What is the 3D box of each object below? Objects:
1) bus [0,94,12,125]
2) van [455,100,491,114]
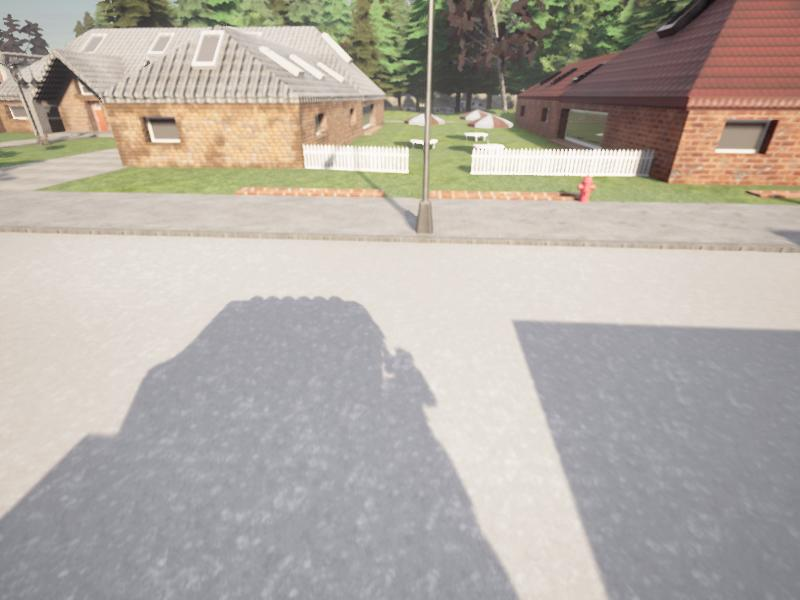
[{"bbox_3d":[-49.265,-20.839,42.988,3.944,4.253,10.273,2,27,4],"label":"bus"},{"bbox_3d":[13.721,-36.622,75.896,6.366,2.431,2.351,2,27,4],"label":"van"}]
